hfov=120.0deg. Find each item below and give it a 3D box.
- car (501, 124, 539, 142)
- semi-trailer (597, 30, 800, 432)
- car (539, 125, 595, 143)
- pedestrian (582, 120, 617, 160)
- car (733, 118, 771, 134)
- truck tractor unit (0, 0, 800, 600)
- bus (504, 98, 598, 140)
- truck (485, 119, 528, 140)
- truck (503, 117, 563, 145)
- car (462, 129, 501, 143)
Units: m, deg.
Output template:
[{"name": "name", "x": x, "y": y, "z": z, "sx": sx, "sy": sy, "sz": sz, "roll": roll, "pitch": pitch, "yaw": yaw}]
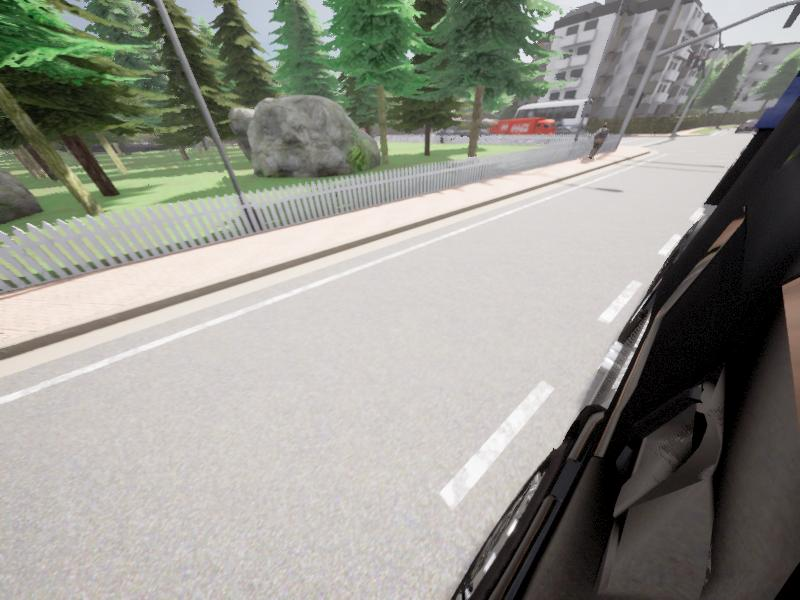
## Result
[{"name": "car", "x": 16.489, "y": -23.074, "z": 31.907, "sx": 1.905, "sy": 1.878, "sz": 3.866, "roll": -25, "pitch": 42, "yaw": -27}, {"name": "semi-trailer", "x": 8.772, "y": -3.554, "z": 4.154, "sx": 14.254, "sy": 4.402, "sz": 2.717, "roll": -27, "pitch": 43, "yaw": -29}, {"name": "car", "x": 20.077, "y": -20.097, "z": 28.008, "sx": 2.128, "sy": 1.511, "sz": 4.902, "roll": -25, "pitch": 42, "yaw": -27}, {"name": "pedestrian", "x": 11.650, "y": -9.337, "z": 13.559, "sx": 0.751, "sy": 1.860, "sz": 0.751, "roll": -26, "pitch": 43, "yaw": -28}, {"name": "car", "x": 42.420, "y": -20.973, "z": 27.863, "sx": 4.181, "sy": 1.385, "sz": 1.994, "roll": -27, "pitch": 43, "yaw": -29}, {"name": "truck tractor unit", "x": 2.645, "y": -0.295, "z": 0.352, "sx": 6.516, "sy": 4.208, "sz": 3.053, "roll": -28, "pitch": 44, "yaw": -30}, {"name": "bus", "x": 21.812, "y": -26.763, "z": 34.534, "sx": 3.944, "sy": 4.253, "sz": 10.273, "roll": -25, "pitch": 42, "yaw": -27}, {"name": "truck", "x": 16.566, "y": -26.787, "z": 36.393, "sx": 2.627, "sy": 2.467, "sz": 5.204, "roll": -25, "pitch": 42, "yaw": -27}, {"name": "truck", "x": 15.786, "y": -20.303, "z": 27.758, "sx": 2.627, "sy": 2.467, "sz": 5.204, "roll": -25, "pitch": 42, "yaw": -27}, {"name": "car", "x": 11.469, "y": -23.334, "z": 32.910, "sx": 1.837, "sy": 1.490, "sz": 4.892, "roll": -25, "pitch": 42, "yaw": -27}]
